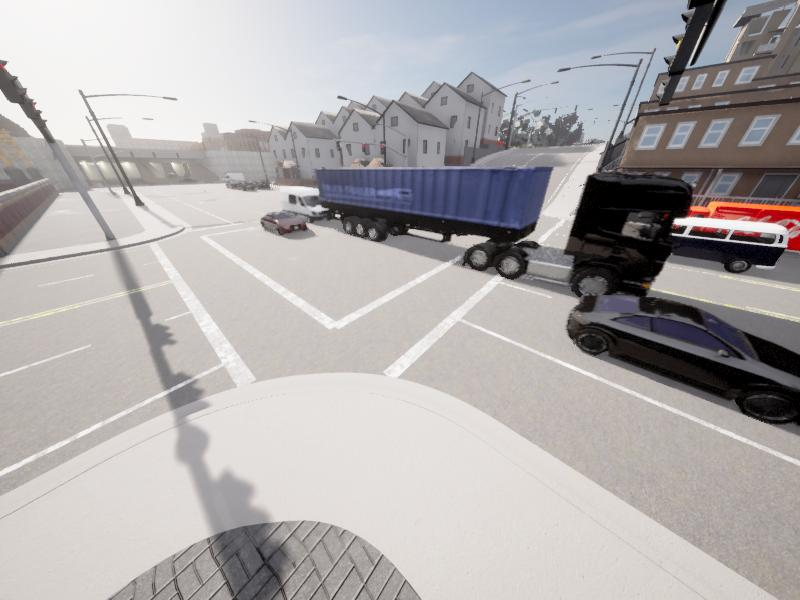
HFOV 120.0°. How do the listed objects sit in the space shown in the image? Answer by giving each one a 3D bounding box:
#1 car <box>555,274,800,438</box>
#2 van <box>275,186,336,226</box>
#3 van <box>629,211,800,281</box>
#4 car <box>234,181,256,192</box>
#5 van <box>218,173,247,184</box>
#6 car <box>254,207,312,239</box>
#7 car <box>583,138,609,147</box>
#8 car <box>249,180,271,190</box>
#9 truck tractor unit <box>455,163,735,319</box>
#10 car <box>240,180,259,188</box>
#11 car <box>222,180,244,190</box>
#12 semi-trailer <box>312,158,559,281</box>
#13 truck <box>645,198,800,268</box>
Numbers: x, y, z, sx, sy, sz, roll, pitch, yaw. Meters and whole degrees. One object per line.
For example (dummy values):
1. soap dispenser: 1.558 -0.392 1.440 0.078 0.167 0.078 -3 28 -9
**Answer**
1. car: 6.454 0.891 5.395 4.181 1.385 1.994 24 38 35
2. van: -8.455 -8.527 20.541 5.915 2.561 1.988 24 38 35
3. van: 14.563 -2.824 11.159 4.480 2.038 2.069 24 38 35
4. car: -30.843 -22.643 46.000 4.514 1.525 2.007 24 38 35
5. van: -47.458 -34.433 65.448 5.915 2.561 1.988 -22 38 -34
6. car: -8.615 -5.761 16.918 4.181 1.385 1.994 24 38 35
7. car: 43.380 -34.959 51.224 3.806 1.475 1.970 -1 30 -1
8. car: -29.715 -24.540 49.142 4.611 1.667 2.242 24 38 35
9. truck tractor unit: 6.042 -2.867 9.051 6.516 4.208 3.053 24 38 35
10. car: -34.700 -26.722 53.148 4.674 1.442 1.812 23 37 34
11. car: -36.154 -25.040 50.037 5.238 1.638 1.930 23 37 34
12. semi-trailer: 0.161 -5.601 13.590 14.254 4.402 2.717 24 38 35
13. truck: 17.589 -3.927 12.639 5.204 2.467 2.627 25 38 36
